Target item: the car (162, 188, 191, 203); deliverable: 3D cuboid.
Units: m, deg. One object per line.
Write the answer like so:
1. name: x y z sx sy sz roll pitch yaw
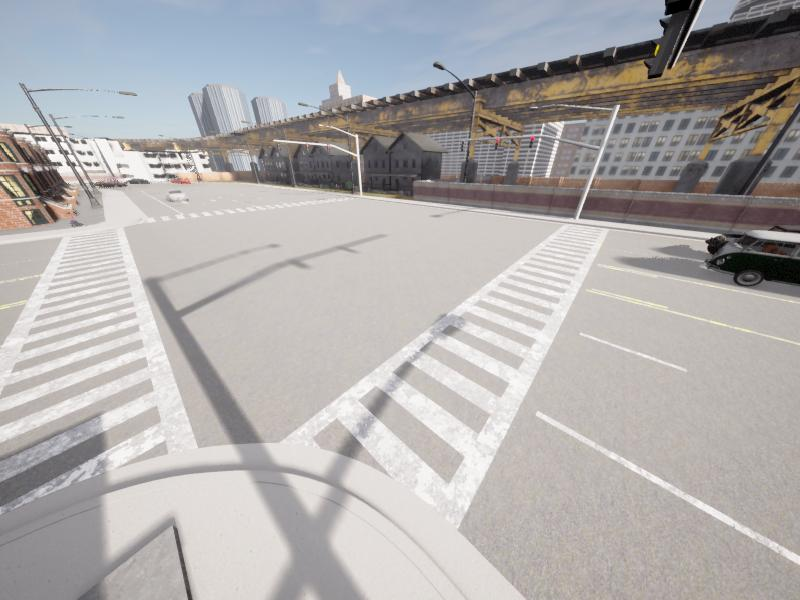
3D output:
1. car: -30.727 -14.335 31.688 4.674 1.442 1.812 24 38 35

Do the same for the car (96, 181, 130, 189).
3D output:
1. car: -63.283 -25.360 50.931 4.718 1.301 1.895 0 30 0

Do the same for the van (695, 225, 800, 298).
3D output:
1. van: 15.097 -1.334 8.626 4.442 1.987 1.775 24 38 35

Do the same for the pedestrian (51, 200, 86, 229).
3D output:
1. pedestrian: -24.219 -6.242 16.909 0.751 1.860 0.751 21 36 31

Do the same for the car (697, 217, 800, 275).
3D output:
1. car: 17.553 -2.545 10.819 3.866 1.878 1.905 24 38 35

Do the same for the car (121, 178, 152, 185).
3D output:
1. car: -68.126 -30.582 59.778 4.892 1.490 1.837 -3 30 -5
